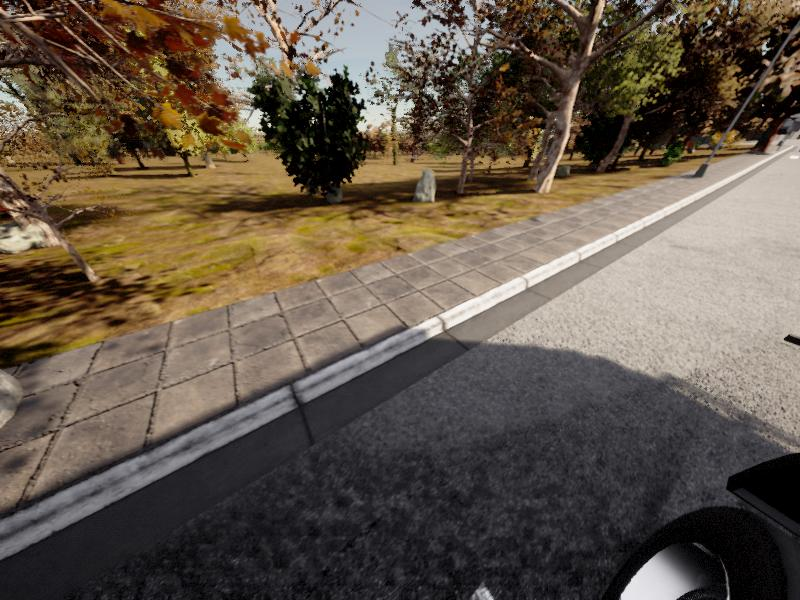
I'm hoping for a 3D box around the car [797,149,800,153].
[{"bbox_3d":[49.789,-18.413,27.482,4.181,1.385,1.994,-22,40,-27],"label":"car"}]
